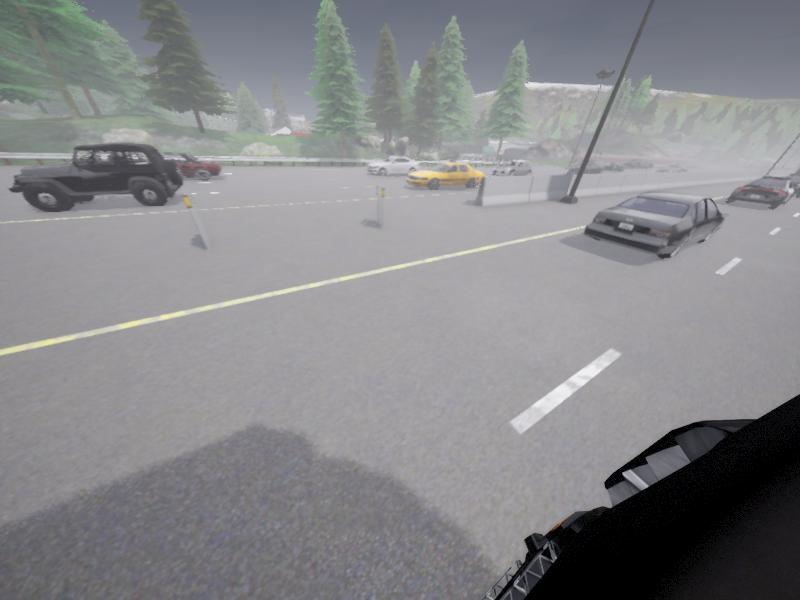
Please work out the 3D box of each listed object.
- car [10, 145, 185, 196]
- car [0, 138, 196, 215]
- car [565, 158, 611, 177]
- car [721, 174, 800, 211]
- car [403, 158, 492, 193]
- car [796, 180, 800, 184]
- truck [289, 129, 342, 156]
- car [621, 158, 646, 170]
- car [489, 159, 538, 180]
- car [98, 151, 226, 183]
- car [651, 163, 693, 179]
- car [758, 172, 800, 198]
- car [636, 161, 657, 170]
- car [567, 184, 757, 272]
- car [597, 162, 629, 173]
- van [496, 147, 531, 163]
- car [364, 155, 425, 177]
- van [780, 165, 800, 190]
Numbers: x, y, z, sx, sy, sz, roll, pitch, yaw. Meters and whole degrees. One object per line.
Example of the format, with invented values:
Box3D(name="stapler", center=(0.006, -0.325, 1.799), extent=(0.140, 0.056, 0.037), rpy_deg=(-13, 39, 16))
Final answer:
Box3D(name="car", center=(-12.415, -5.673, 10.052), extent=(3.988, 1.617, 1.851), rpy_deg=(-16, 38, -26))
Box3D(name="car", center=(-9.924, -4.257, 7.861), extent=(3.866, 1.878, 1.905), rpy_deg=(-16, 38, -26))
Box3D(name="car", center=(22.291, -15.749, 27.440), extent=(4.553, 1.767, 2.097), rpy_deg=(-16, 38, -26))
Box3D(name="car", center=(22.449, -6.692, 14.161), extent=(4.974, 1.542, 2.038), rpy_deg=(-16, 38, -26))
Box3D(name="car", center=(2.961, -7.844, 14.426), extent=(5.366, 1.575, 1.801), rpy_deg=(-16, 38, -26))
Box3D(name="car", center=(56.021, -16.368, 31.036), extent=(4.514, 1.525, 2.007), rpy_deg=(-16, 38, -26))
Box3D(name="truck", center=(-15.730, -29.565, 43.504), extent=(8.468, 3.827, 2.891), rpy_deg=(-14, 37, -24))
Box3D(name="car", center=(46.983, -27.394, 46.547), extent=(3.866, 1.878, 1.905), rpy_deg=(-16, 38, -26))
Box3D(name="car", center=(10.584, -12.245, 21.646), extent=(3.806, 1.475, 1.970), rpy_deg=(-16, 38, -26))
Box3D(name="car", center=(-13.010, -7.620, 13.199), extent=(4.718, 1.301, 1.895), rpy_deg=(-16, 38, -26))
Box3D(name="car", center=(37.204, -17.726, 31.623), extent=(5.027, 1.651, 2.152), rpy_deg=(-16, 38, -26))
Box3D(name="car", center=(33.098, -9.759, 19.513), extent=(4.974, 1.542, 2.038), rpy_deg=(-16, 38, -26))
Box3D(name="car", center=(52.978, -28.998, 49.646), extent=(3.705, 1.549, 1.789), rpy_deg=(-16, 38, -26))
Box3D(name="car", center=(7.731, -2.396, 6.801), extent=(5.357, 1.411, 2.033), rpy_deg=(-16, 38, -26))
Box3D(name="car", center=(33.966, -21.159, 36.811), extent=(4.718, 1.301, 1.895), rpy_deg=(-16, 38, -26))
Box3D(name="van", center=(23.156, -29.842, 47.530), extent=(1.988, 2.561, 5.915), rpy_deg=(-16, 38, -26))
Box3D(name="car", center=(-0.431, -11.311, 19.486), extent=(4.674, 1.442, 1.812), rpy_deg=(-16, 38, -26))
Box3D(name="van", center=(43.441, -13.149, 24.410), extent=(5.915, 2.561, 1.988), rpy_deg=(-16, 38, -26))
